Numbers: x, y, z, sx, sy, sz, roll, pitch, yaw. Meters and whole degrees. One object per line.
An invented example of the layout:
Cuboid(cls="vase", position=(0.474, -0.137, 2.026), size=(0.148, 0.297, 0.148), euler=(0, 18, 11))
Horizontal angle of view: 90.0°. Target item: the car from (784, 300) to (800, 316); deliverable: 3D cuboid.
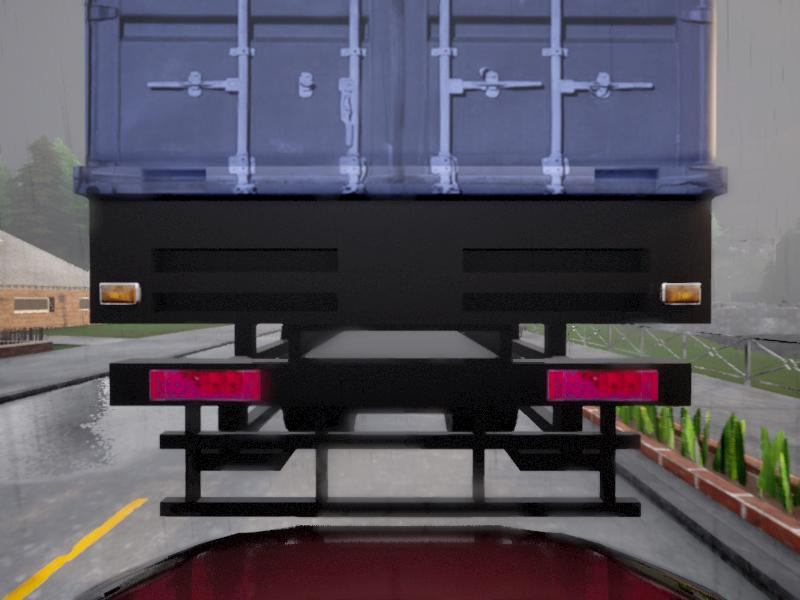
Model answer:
Cuboid(cls="car", position=(42.358, 0.811, 40.531), size=(4.974, 1.542, 2.038), euler=(0, 0, 0))

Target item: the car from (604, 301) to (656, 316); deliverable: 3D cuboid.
Cuboid(cls="car", position=(23.286, 0.839, 40.544), size=(4.193, 1.474, 1.816), euler=(0, 0, 0))

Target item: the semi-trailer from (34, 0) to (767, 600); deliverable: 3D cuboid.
Cuboid(cls="semi-trailer", position=(0.009, -0.621, 8.612), size=(2.717, 4.402, 14.254), euler=(0, 0, 0))

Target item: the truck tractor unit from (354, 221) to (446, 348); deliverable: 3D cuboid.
Cuboid(cls="truck tractor unit", position=(0.011, -0.528, 16.526), size=(3.053, 4.208, 6.516), euler=(0, 0, 0))
